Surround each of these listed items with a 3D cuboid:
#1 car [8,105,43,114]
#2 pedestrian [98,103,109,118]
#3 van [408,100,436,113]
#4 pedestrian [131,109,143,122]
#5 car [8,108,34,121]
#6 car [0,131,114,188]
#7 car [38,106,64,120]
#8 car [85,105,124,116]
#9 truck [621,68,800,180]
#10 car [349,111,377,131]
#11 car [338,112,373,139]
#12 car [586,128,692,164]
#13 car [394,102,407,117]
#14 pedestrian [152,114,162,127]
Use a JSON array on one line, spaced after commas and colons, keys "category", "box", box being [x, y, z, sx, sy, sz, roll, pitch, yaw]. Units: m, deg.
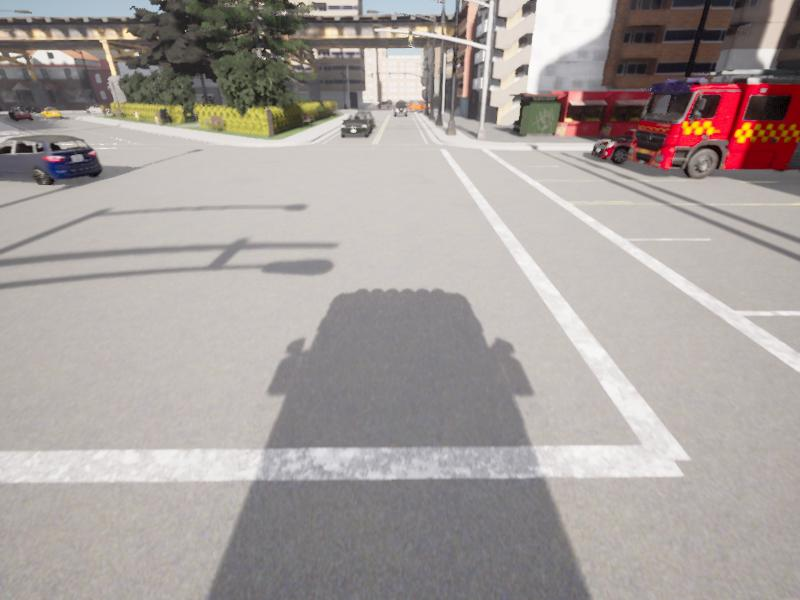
[{"category": "car", "box": [-68.879, -35.084, 73.620, 4.193, 1.474, 1.816, 0, 27, 0]}, {"category": "pedestrian", "box": [-41.768, -26.753, 56.409, 0.751, 1.860, 0.751, -18, 32, -30]}, {"category": "van", "box": [3.866, -34.079, 70.295, 4.442, 1.987, 1.775, -12, 29, -21]}, {"category": "pedestrian", "box": [-31.457, -22.076, 47.851, 0.751, 1.300, 0.751, -20, 33, -33]}, {"category": "car", "box": [-51.398, -25.169, 54.245, 1.970, 1.475, 3.806, -25, 36, -39]}, {"category": "car", "box": [-14.328, -5.615, 15.763, 4.611, 1.667, 2.242, 7, 28, 15]}, {"category": "car", "box": [-50.148, -26.879, 57.425, 5.366, 1.575, 1.801, 24, 36, 39]}, {"category": "car", "box": [-52.081, -33.518, 70.555, 5.027, 1.651, 2.152, 0, 27, 0]}, {"category": "truck", "box": [14.423, -7.109, 16.262, 8.468, 3.827, 2.891, 0, 27, -1]}, {"category": "car", "box": [-3.429, -17.161, 38.198, 2.163, 1.488, 4.792, 0, 27, 0]}, {"category": "car", "box": [-3.448, -14.040, 32.005, 2.152, 1.651, 5.027, 0, 27, 1]}, {"category": "car", "box": [11.724, -7.672, 19.873, 3.806, 1.475, 1.970, 0, 27, 0]}, {"category": "car", "box": [0.103, -28.277, 59.221, 1.905, 1.878, 3.866, 0, 28, 0]}, {"category": "pedestrian", "box": [-24.240, -17.915, 39.931, 0.500, 1.100, 0.500, -22, 34, -36]}]
